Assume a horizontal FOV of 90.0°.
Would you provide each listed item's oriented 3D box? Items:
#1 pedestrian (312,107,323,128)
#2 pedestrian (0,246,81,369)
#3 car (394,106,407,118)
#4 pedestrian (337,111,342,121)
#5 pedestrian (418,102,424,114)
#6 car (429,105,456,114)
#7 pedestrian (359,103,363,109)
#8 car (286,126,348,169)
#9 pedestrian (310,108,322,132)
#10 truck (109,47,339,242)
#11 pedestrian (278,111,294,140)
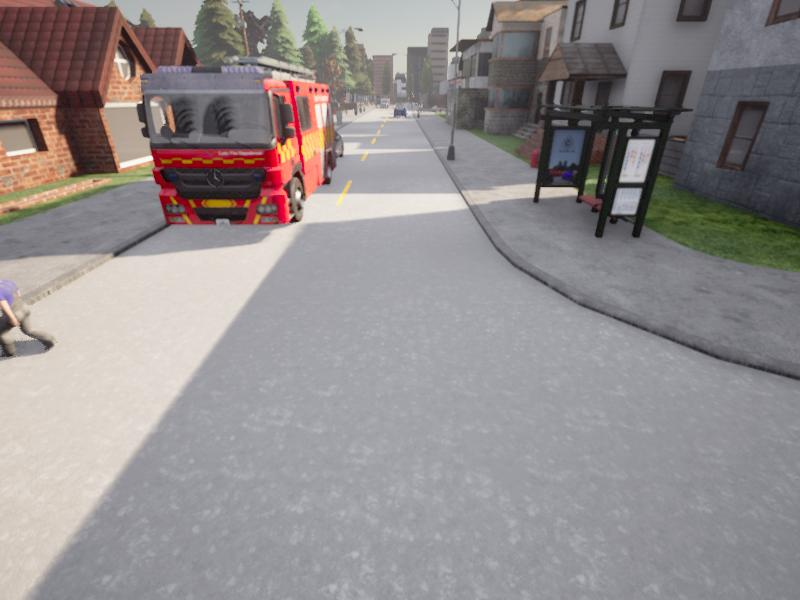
[{"bbox_3d":[-7.997,-17.652,38.723,0.751,1.860,0.751,-1,27,-3],"label":"pedestrian"},{"bbox_3d":[-4.826,0.090,4.977,0.751,1.300,0.751,-4,27,-7],"label":"pedestrian"},{"bbox_3d":[0.019,-28.202,59.926,1.882,1.535,5.008,0,27,0],"label":"car"},{"bbox_3d":[-7.589,-23.303,50.574,0.500,1.100,0.500,-1,27,-1],"label":"pedestrian"},{"bbox_3d":[3.664,-33.223,69.081,0.751,1.860,0.751,-13,30,-23],"label":"pedestrian"},{"bbox_3d":[8.293,-37.363,78.484,5.027,1.651,2.152,0,27,0],"label":"car"},{"bbox_3d":[-9.140,-45.236,93.115,0.751,1.300,0.751,0,27,0],"label":"pedestrian"},{"bbox_3d":[-3.992,-7.816,20.213,2.128,1.511,4.902,0,27,0],"label":"car"},{"bbox_3d":[-7.309,-15.653,34.828,0.751,1.860,0.751,-3,27,-6],"label":"pedestrian"},{"bbox_3d":[-4.000,-4.976,12.140,2.891,3.827,8.468,0,27,0],"label":"truck"},{"bbox_3d":[-8.210,-12.595,28.865,0.751,1.860,0.751,0,27,0],"label":"pedestrian"}]
